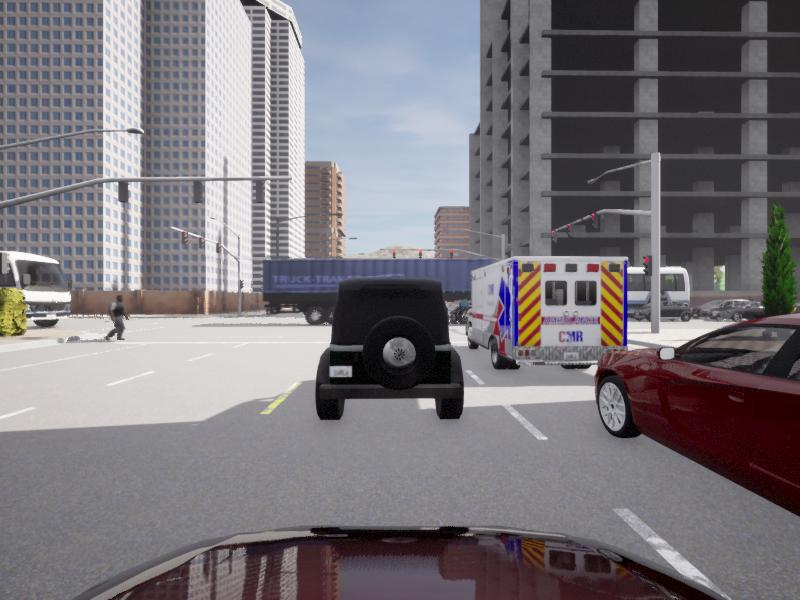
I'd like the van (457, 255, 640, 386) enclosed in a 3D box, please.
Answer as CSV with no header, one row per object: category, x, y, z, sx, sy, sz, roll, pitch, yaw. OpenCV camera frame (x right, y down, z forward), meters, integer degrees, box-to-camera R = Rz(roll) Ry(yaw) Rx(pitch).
van,3.229,0.378,10.624,2.351,2.431,6.366,0,0,-2

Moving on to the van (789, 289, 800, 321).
van,33.479,0.378,29.976,6.366,2.431,2.351,0,0,-1

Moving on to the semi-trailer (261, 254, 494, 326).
semi-trailer,-1.385,-0.621,25.829,14.254,4.402,2.717,0,0,-1

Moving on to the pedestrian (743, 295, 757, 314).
pedestrian,34.669,0.485,39.634,0.751,1.860,0.751,0,0,-2

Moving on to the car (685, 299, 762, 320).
car,26.870,0.756,33.351,4.611,1.667,2.242,0,0,-1

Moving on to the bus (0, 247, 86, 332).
bus,-24.031,-0.534,22.015,10.273,4.253,3.944,0,0,-1

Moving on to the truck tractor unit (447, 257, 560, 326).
truck tractor unit,6.531,-0.527,25.972,6.516,4.208,3.053,0,0,-1

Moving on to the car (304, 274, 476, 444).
car,-0.157,0.646,6.375,1.905,1.878,3.866,0,0,-2

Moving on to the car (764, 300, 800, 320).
car,33.950,0.801,33.484,5.366,1.575,1.801,0,0,-1

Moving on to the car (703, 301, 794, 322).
car,25.877,0.836,29.830,4.902,1.511,2.128,0,0,-1

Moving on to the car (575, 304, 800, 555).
car,3.422,0.823,3.069,1.882,1.535,5.008,0,0,-1

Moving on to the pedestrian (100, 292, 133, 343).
pedestrian,-10.721,0.637,15.139,0.751,1.860,0.751,0,0,-7

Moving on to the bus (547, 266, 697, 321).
bus,18.010,-0.535,33.064,10.273,4.253,3.944,0,0,-1

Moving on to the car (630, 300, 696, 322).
car,19.451,0.815,29.711,3.705,1.549,1.789,0,0,-1
